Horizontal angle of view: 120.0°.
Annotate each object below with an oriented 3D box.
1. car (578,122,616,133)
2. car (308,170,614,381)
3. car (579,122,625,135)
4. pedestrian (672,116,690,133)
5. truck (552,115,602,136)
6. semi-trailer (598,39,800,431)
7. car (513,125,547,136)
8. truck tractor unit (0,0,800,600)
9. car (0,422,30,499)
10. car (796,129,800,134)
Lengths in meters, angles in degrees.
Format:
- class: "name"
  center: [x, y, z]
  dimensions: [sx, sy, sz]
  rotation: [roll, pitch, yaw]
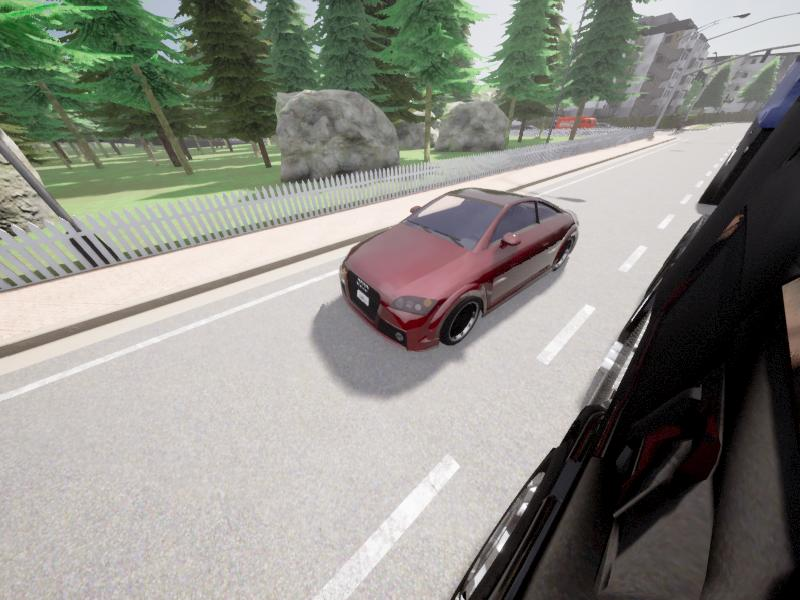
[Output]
- class: "car"
  center: [35.664, -31.336, 41.951]
  dimensions: [2.007, 1.525, 4.514]
  rotation: [-26, 43, -28]
- class: "car"
  center: [1.112, -0.949, 3.699]
  dimensions: [4.181, 1.385, 1.994]
  rotation: [-26, 43, -28]
- class: "car"
  center: [31.963, -27.233, 36.721]
  dimensions: [2.128, 1.511, 4.902]
  rotation: [-26, 43, -28]
- class: "pedestrian"
  center: [38.942, -24.304, 32.035]
  dimensions: [0.751, 1.860, 0.751]
  rotation: [-25, 42, -27]
- class: "truck"
  center: [27.676, -27.366, 36.370]
  dimensions: [2.627, 2.467, 5.204]
  rotation: [-26, 43, -28]
- class: "semi-trailer"
  center: [8.707, -3.602, 4.214]
  dimensions: [14.254, 4.402, 2.717]
  rotation: [-28, 44, -30]
- class: "car"
  center: [23.189, -30.324, 41.418]
  dimensions: [1.837, 1.490, 4.892]
  rotation: [-26, 43, -28]
- class: "truck tractor unit"
  center: [2.645, -0.295, 0.351]
  dimensions: [6.516, 4.208, 3.053]
  rotation: [-28, 44, -30]
- class: "car"
  center: [-4.471, 1.841, 0.128]
  dimensions: [3.988, 1.617, 1.851]
  rotation: [-27, 43, -29]
- class: "car"
  center: [44.328, -17.412, 22.766]
  dimensions: [5.366, 1.575, 1.801]
  rotation: [6, 38, 12]
